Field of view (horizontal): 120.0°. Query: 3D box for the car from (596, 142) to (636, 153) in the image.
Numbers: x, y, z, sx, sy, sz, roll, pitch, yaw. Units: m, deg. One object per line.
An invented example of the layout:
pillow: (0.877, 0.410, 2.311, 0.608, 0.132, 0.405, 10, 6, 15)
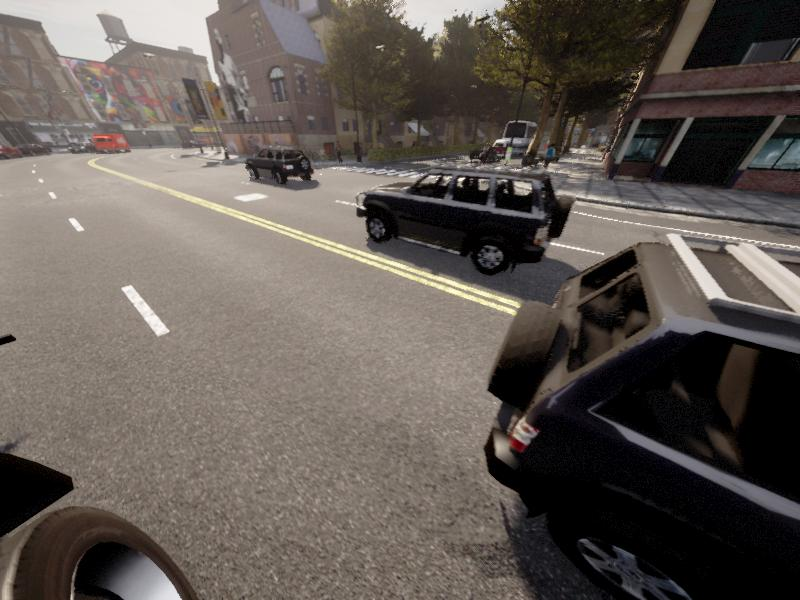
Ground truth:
car: (41.291, -29.253, 44.361, 5.366, 1.575, 1.801, 22, 40, 28)

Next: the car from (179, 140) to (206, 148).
car: (-51.268, -38.750, 57.279, 2.007, 1.525, 4.514, 7, 36, 10)

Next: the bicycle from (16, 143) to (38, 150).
bicycle: (-64.912, -26.702, 40.215, 0.373, 1.024, 1.643, 13, 36, 34)

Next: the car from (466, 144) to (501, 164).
car: (9.591, -16.692, 26.251, 1.930, 1.638, 5.238, 22, 41, 28)

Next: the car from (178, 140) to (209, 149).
car: (-45.229, -34.243, 50.764, 1.930, 1.638, 5.238, 3, 35, 4)

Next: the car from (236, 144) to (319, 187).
car: (-7.303, -8.169, 13.826, 4.605, 1.855, 1.932, 23, 41, 28)

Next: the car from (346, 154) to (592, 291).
car: (1.187, -2.152, 5.349, 4.605, 1.855, 1.932, 23, 41, 28)

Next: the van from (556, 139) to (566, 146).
van: (54.743, -53.383, 78.353, 1.775, 1.987, 4.442, 22, 41, 28)

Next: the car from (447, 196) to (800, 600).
car: (2.810, 1.005, 0.886, 4.605, 1.855, 1.932, 22, 40, 29)

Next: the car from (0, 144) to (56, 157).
car: (-49.195, -19.899, 30.666, 1.895, 1.301, 4.718, -15, 38, -20)

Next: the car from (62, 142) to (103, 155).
car: (-48.401, -23.223, 35.316, 1.970, 1.475, 3.806, -14, 38, -20)

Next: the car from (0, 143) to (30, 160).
car: (-46.144, -17.156, 26.665, 2.002, 1.452, 4.674, -22, 41, -28)

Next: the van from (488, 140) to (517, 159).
van: (13.799, -20.268, 31.010, 2.069, 2.038, 4.480, 22, 41, 28)

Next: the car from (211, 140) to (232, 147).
car: (-48.854, -42.988, 63.365, 1.970, 1.475, 3.806, 12, 37, 16)

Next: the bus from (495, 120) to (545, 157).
bus: (19.292, -25.734, 36.897, 3.944, 4.253, 10.273, 22, 41, 28)

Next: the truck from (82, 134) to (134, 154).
truck: (-45.106, -24.339, 35.985, 2.627, 2.467, 5.204, -14, 38, -20)

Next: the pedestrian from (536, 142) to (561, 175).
pedestrian: (10.052, -9.603, 15.697, 0.751, 1.860, 0.751, 29, 44, 34)

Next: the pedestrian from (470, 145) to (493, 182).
pedestrian: (4.970, -8.331, 14.118, 0.751, 1.860, 0.751, 25, 42, 31)

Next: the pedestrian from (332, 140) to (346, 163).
pedestrian: (-5.888, -14.362, 22.335, 0.751, 1.860, 0.751, 7, 36, 10)
